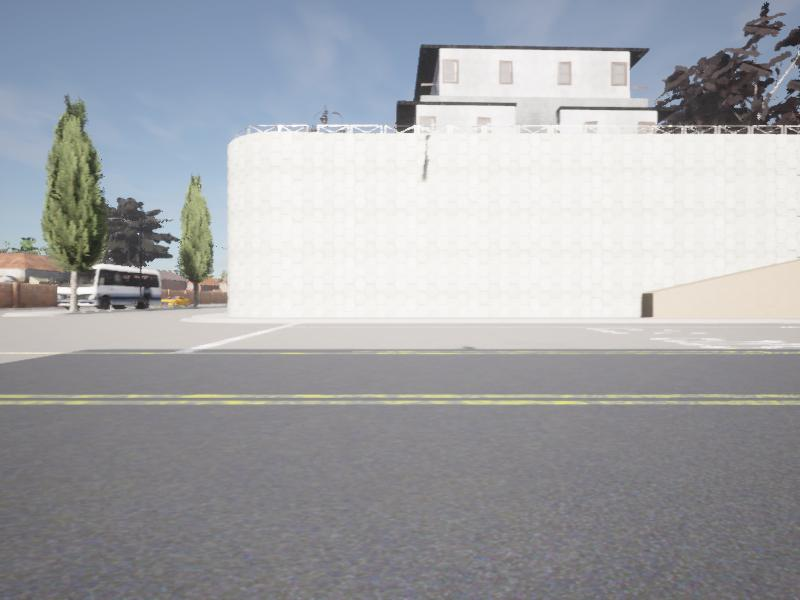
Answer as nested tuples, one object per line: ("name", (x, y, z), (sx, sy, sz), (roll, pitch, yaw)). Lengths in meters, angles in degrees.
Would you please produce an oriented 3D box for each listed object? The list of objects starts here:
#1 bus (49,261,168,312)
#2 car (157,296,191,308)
("bus", (-27.145, -1.145, 38.275), (3.944, 4.253, 10.273), (0, 0, -1))
("car", (-30.942, 0.211, 55.051), (1.882, 1.535, 5.008), (0, 0, -1))
